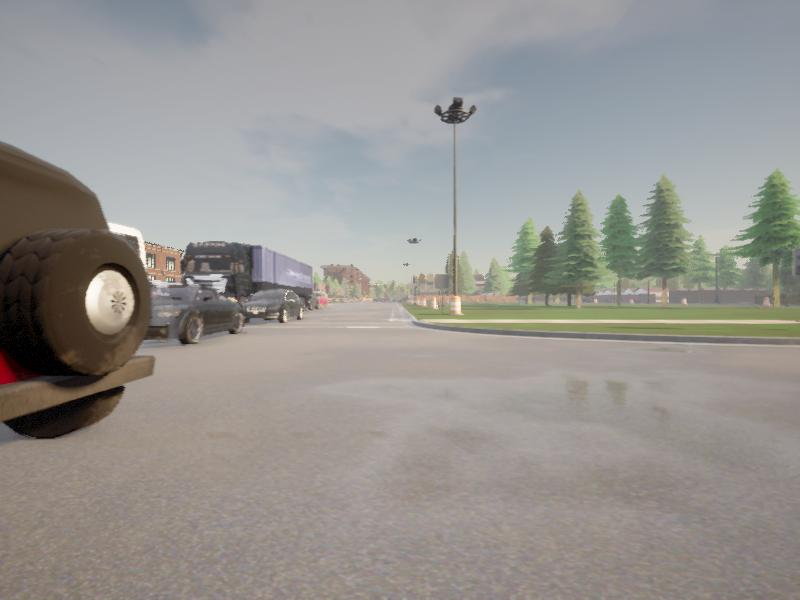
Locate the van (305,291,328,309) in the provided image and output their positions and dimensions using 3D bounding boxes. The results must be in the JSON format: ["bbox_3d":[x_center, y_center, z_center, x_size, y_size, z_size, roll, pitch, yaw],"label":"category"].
[{"bbox_3d":[-9.549,0.014,45.911,1.775,1.987,4.442,0,0,-1],"label":"van"}]

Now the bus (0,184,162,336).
[{"bbox_3d":[-12.997,-1.113,12.699,3.944,4.253,10.273,0,0,6],"label":"bus"}]

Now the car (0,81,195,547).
[{"bbox_3d":[-3.546,0.053,2.194,3.866,1.878,1.905,0,0,0],"label":"car"}]

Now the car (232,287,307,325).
[{"bbox_3d":[-5.692,0.254,18.119,1.837,1.490,4.892,0,0,-1],"label":"car"}]

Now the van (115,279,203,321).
[{"bbox_3d":[-12.738,-0.009,21.567,2.069,2.038,4.480,0,0,-1],"label":"van"}]

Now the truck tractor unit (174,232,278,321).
[{"bbox_3d":[-9.252,-1.101,22.254,3.053,4.208,6.516,0,0,-1],"label":"truck tractor unit"}]

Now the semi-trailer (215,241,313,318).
[{"bbox_3d":[-9.353,-1.203,30.165,2.717,4.402,14.254,0,0,-1],"label":"semi-trailer"}]

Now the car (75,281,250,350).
[{"bbox_3d":[-5.591,0.316,10.173,1.994,1.385,4.181,0,0,-1],"label":"car"}]
